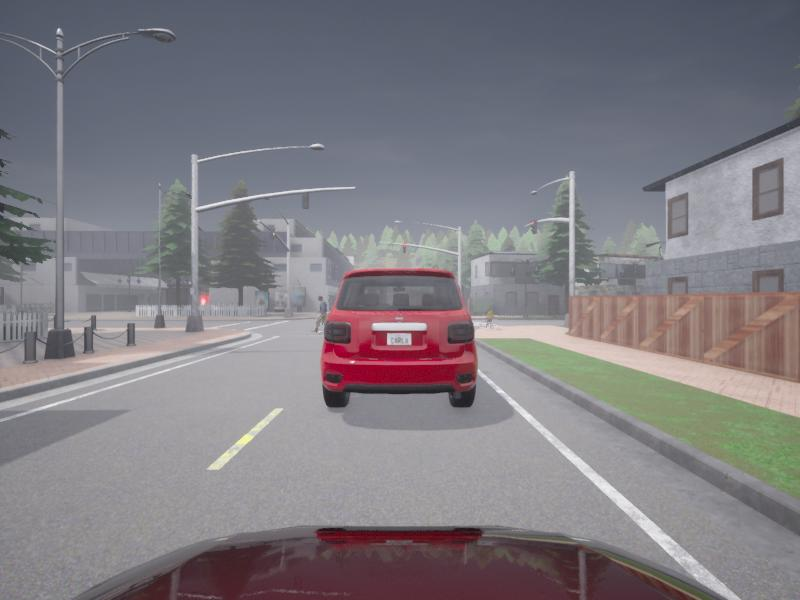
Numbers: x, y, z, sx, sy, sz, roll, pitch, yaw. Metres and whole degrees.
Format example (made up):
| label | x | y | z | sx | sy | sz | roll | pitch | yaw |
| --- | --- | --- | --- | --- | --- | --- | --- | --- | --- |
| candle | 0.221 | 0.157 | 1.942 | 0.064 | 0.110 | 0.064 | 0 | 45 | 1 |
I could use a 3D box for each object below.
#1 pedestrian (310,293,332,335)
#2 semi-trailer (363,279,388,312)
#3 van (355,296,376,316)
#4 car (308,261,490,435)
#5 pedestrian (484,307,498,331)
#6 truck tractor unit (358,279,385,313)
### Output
| label | x | y | z | sx | sy | sz | roll | pitch | yaw |
| --- | --- | --- | --- | --- | --- | --- | --- | --- | --- |
| pedestrian | -3.598 | 0.637 | 18.290 | 0.751 | 1.860 | 0.751 | 0 | 0 | 10 |
| semi-trailer | -3.518 | -0.620 | 60.120 | 2.717 | 4.402 | 14.254 | 0 | 0 | 0 |
| van | -3.563 | 0.598 | 41.977 | 1.775 | 1.987 | 4.442 | 0 | 0 | 0 |
| car | -0.013 | 0.568 | 7.496 | 2.150 | 2.045 | 5.566 | 0 | 0 | 0 |
| pedestrian | 4.268 | 0.866 | 18.768 | 0.500 | 1.100 | 0.500 | 0 | 0 | -7 |
| truck tractor unit | -3.569 | -0.499 | 52.199 | 3.053 | 4.208 | 6.516 | 0 | 0 | 0 |
